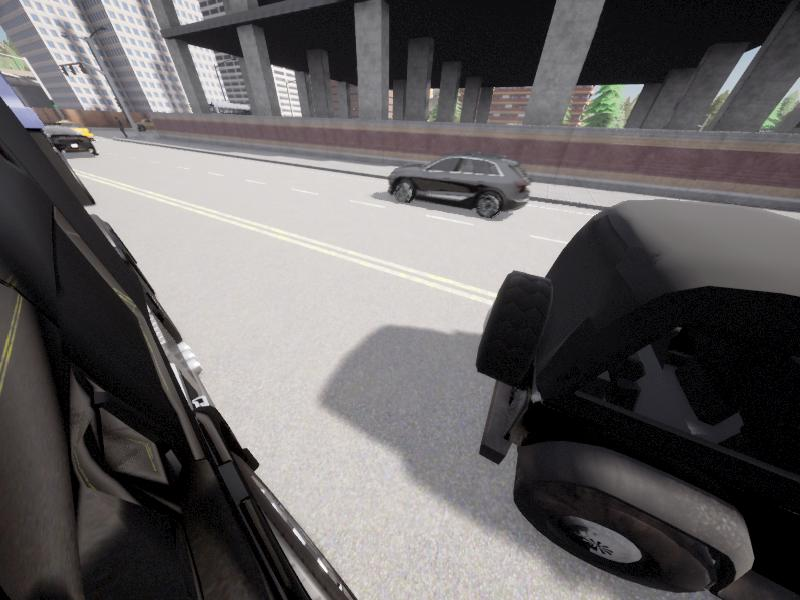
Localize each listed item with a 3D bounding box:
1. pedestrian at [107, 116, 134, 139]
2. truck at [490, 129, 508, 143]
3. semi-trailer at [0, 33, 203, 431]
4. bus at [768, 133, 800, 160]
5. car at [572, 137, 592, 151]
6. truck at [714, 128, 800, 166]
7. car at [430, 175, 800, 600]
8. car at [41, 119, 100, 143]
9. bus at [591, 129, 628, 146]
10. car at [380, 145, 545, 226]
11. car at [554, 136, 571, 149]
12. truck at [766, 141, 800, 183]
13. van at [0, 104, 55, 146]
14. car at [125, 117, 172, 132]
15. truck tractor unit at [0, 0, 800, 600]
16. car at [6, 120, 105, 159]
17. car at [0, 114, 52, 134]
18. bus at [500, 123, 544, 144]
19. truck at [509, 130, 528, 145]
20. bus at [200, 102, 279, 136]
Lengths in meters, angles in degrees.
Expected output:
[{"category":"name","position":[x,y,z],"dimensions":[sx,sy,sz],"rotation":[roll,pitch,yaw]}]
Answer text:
[{"category":"pedestrian","position":[-28.823,-17.825,23.844],"dimensions":[0.751,1.860,0.751],"rotation":[-6,38,-12]},{"category":"truck","position":[23.514,-38.787,54.720],"dimensions":[2.615,2.467,5.204],"rotation":[20,40,21]},{"category":"semi-trailer","position":[-8.772,-3.553,4.156],"dimensions":[14.254,4.402,2.717],"rotation":[27,43,29]},{"category":"bus","position":[84.390,-30.396,46.086],"dimensions":[10.273,4.253,3.944],"rotation":[20,40,22]},{"category":"car","position":[31.952,-27.597,40.705],"dimensions":[1.905,1.878,3.866],"rotation":[20,40,21]},{"category":"truck","position":[48.830,-21.142,31.732],"dimensions":[2.891,3.827,8.468],"rotation":[20,40,21]},{"category":"car","position":[2.425,0.733,1.235],"dimensions":[3.866,1.878,1.905],"rotation":[20,40,21]},{"category":"car","position":[-30.987,-15.958,21.739],"dimensions":[5.366,1.575,1.801],"rotation":[21,40,23]},{"category":"bus","position":[69.101,-54.062,76.713],"dimensions":[3.944,4.253,10.273],"rotation":[9,37,8]},{"category":"car","position":[1.923,-4.110,7.908],"dimensions":[4.856,1.649,2.033],"rotation":[20,40,21]},{"category":"car","position":[29.376,-28.522,41.781],"dimensions":[1.905,1.878,3.866],"rotation":[20,40,21]},{"category":"truck","position":[30.285,-9.473,16.075],"dimensions":[2.627,2.467,5.204],"rotation":[20,40,21]},{"category":"van","position":[-31.020,-13.764,18.091],"dimensions":[6.366,2.431,2.351],"rotation":[19,40,21]},{"category":"car","position":[-41.675,-29.133,38.455],"dimensions":[1.932,1.855,4.605],"rotation":[21,41,23]},{"category":"truck tractor unit","position":[-2.645,-0.295,0.351],"dimensions":[6.516,4.208,3.053],"rotation":[28,44,30]},{"category":"car","position":[-21.396,-10.055,14.387],"dimensions":[5.238,1.638,1.930],"rotation":[20,40,21]},{"category":"car","position":[-43.664,-20.400,26.813],"dimensions":[4.611,1.667,2.242],"rotation":[20,40,21]},{"category":"bus","position":[35.127,-48.132,66.729],"dimensions":[10.273,4.253,3.944],"rotation":[20,40,22]},{"category":"truck","position":[27.291,-37.432,53.143],"dimensions":[2.615,2.467,5.204],"rotation":[20,40,21]},{"category":"bus","position":[-27.829,-31.922,41.077],"dimensions":[3.944,4.253,10.273],"rotation":[20,40,22]}]
